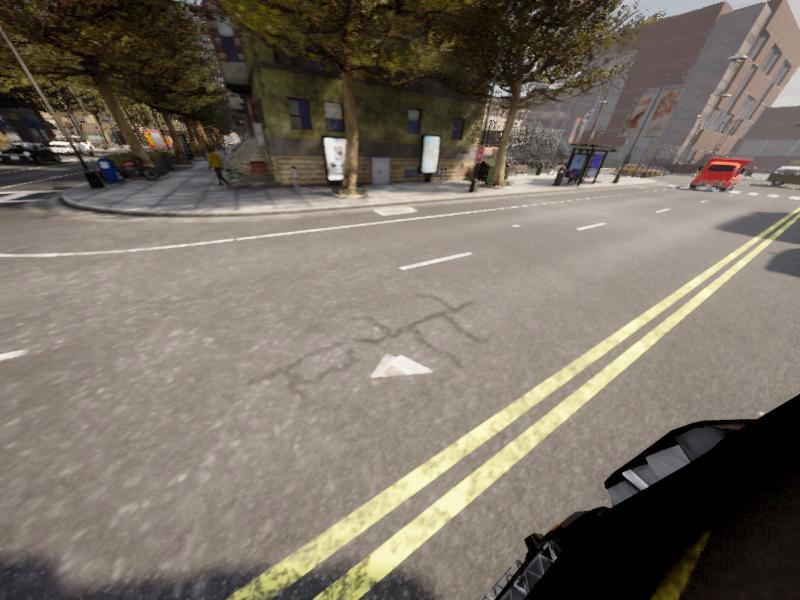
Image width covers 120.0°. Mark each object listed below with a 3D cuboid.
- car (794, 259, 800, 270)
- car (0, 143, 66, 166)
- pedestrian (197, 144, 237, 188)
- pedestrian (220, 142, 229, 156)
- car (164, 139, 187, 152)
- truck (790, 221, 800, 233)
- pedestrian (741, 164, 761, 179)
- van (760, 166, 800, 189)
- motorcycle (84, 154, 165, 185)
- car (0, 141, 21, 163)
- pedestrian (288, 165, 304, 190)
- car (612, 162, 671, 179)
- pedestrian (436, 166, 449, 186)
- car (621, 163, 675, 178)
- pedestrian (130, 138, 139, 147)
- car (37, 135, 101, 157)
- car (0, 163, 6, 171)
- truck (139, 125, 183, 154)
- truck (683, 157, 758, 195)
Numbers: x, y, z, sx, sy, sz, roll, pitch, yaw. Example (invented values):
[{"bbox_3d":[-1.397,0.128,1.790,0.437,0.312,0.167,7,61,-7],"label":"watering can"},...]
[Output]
[{"bbox_3d":[12.013,-1.463,5.575,3.705,1.549,1.789,-16,38,-26],"label":"car"},{"bbox_3d":[-30.637,-12.039,19.041,1.970,1.475,3.806,-16,37,-26],"label":"car"},{"bbox_3d":[-9.212,-6.760,11.691,0.751,1.860,0.751,12,35,15],"label":"pedestrian"},{"bbox_3d":[-28.774,-24.776,37.882,0.751,1.860,0.751,-17,38,-27],"label":"pedestrian"},{"bbox_3d":[-47.576,-32.784,49.033,2.150,2.045,5.566,-16,38,-26],"label":"car"},{"bbox_3d":[19.762,-4.640,8.837,8.468,3.827,2.891,-16,38,-26],"label":"truck"},{"bbox_3d":[52.201,-19.102,34.384,0.751,1.860,0.751,-14,36,-23],"label":"pedestrian"},{"bbox_3d":[43.660,-13.196,25.010,2.069,2.038,4.480,-16,37,-25],"label":"van"},{"bbox_3d":[-14.597,-7.039,12.385,0.764,1.277,2.356,10,33,29],"label":"motorcycle"},{"bbox_3d":[-34.793,-12.009,18.747,2.231,1.521,4.892,-16,38,-26],"label":"car"},{"bbox_3d":[-5.443,-6.453,12.157,0.500,1.100,0.500,-4,34,-9],"label":"pedestrian"},{"bbox_3d":[34.023,-18.464,32.833,1.801,1.575,5.366,-13,36,-22],"label":"car"},{"bbox_3d":[2.849,-8.364,15.592,0.500,1.100,0.500,-16,37,-25],"label":"pedestrian"},{"bbox_3d":[37.066,-19.530,34.716,2.128,1.511,4.902,-16,37,-25],"label":"car"},{"bbox_3d":[-68.931,-40.790,59.983,0.751,1.860,0.751,12,34,14],"label":"pedestrian"},{"bbox_3d":[-41.348,-19.466,29.156,2.435,2.045,5.566,-16,38,-26],"label":"car"},{"bbox_3d":[-26.659,-8.043,13.374,1.895,1.301,4.718,-16,38,-26],"label":"car"},{"bbox_3d":[-42.833,-28.927,41.842,2.891,3.827,8.468,-16,38,-26],"label":"truck"},{"bbox_3d":[28.043,-10.974,20.241,5.204,2.467,2.627,-20,40,-30],"label":"truck"}]
